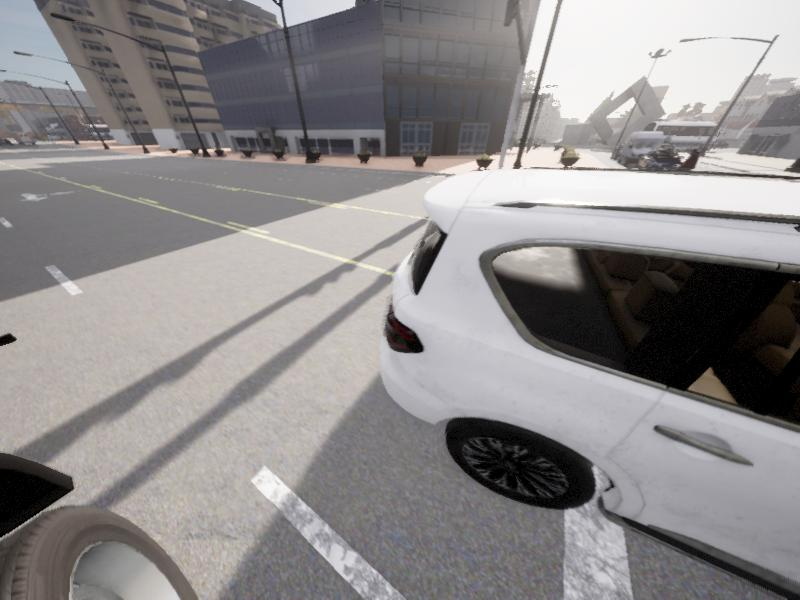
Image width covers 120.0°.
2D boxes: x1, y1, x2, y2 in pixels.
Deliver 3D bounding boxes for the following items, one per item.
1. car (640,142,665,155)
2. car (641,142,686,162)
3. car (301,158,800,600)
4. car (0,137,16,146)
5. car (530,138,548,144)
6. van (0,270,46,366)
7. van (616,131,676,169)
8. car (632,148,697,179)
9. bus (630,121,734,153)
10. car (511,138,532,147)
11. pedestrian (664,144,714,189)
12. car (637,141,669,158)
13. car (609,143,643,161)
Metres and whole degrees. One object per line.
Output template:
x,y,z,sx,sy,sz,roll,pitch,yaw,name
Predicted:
38.697,-23.296,35.404,4.193,1.474,1.816,-28,44,-33,car
29.846,-16.984,26.364,1.930,1.638,5.238,20,40,25,car
2.551,0.464,1.467,5.566,2.045,2.150,15,38,20,car
-87.557,-34.909,50.867,4.902,1.511,2.128,20,40,24,car
45.335,-51.962,75.537,4.514,1.525,2.007,-7,36,-10,car
-7.978,-0.711,2.819,6.366,2.431,2.351,19,39,25,van
22.143,-13.882,21.189,1.988,2.561,5.915,19,40,25,van
18.298,-9.731,16.269,1.816,1.474,4.193,19,40,25,car
48.828,-28.688,40.632,10.273,4.253,3.944,9,38,11,bus
28.886,-37.491,55.102,2.242,1.667,4.611,-5,36,-7,car
14.517,-6.738,11.685,0.751,1.860,0.751,26,43,31,pedestrian
33.832,-20.335,31.081,1.930,1.638,5.238,23,42,29,car
25.515,-16.822,26.194,1.845,1.501,3.633,19,40,24,car
